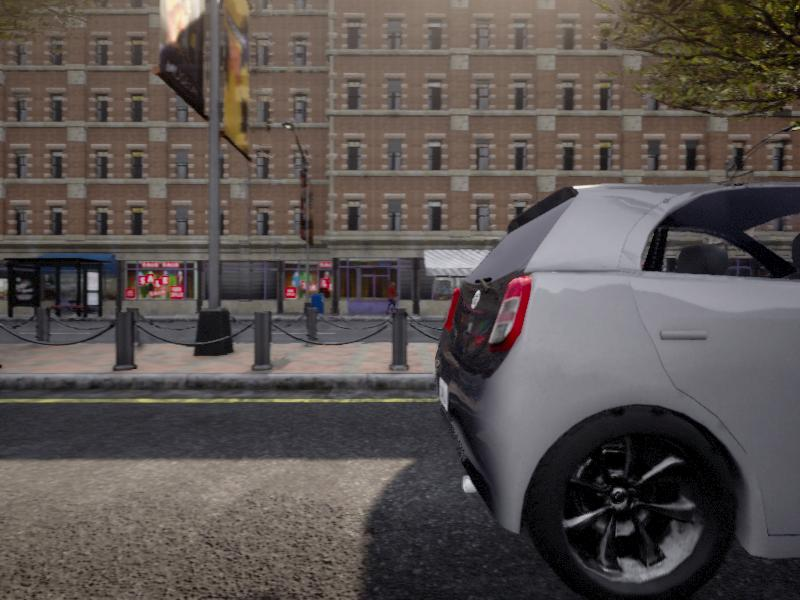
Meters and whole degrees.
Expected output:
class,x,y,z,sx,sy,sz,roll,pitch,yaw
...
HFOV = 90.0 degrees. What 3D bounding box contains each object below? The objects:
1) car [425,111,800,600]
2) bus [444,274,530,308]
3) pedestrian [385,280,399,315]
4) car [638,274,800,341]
class,x,y,z,sx,sy,sz,roll,pitch,yaw
car,2.026,0.228,2.062,3.633,1.501,1.845,0,0,-1
bus,11.046,-1.133,51.925,10.273,4.253,3.944,0,0,0
pedestrian,-0.429,-0.115,21.759,0.751,1.860,0.751,0,0,1
car,9.624,0.172,11.123,5.238,1.638,1.930,0,0,-11
